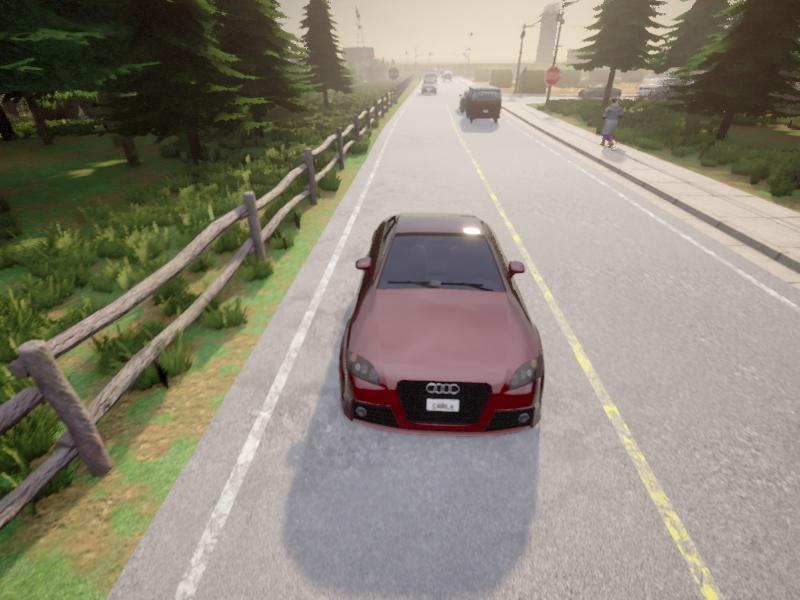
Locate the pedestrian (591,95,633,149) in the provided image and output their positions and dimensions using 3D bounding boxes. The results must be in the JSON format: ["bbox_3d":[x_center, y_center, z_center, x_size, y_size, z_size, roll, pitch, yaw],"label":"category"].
[{"bbox_3d":[8.357,-7.018,15.811,0.751,1.860,0.751,-5,31,-9],"label":"pedestrian"}]

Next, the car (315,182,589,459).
[{"bbox_3d":[0.470,-0.257,5.073,1.994,1.385,4.181,2,31,2],"label":"car"}]

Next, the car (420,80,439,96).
[{"bbox_3d":[3.544,-25.638,48.268,2.128,1.511,4.902,2,30,4],"label":"car"}]

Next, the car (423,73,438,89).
[{"bbox_3d":[4.825,-34.658,63.147,2.150,2.045,5.566,2,30,4],"label":"car"}]

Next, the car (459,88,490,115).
[{"bbox_3d":[5.586,-15.240,30.537,1.837,1.490,4.892,3,30,5],"label":"car"}]

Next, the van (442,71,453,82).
[{"bbox_3d":[10.357,-48.560,86.910,2.069,2.038,4.480,2,30,4],"label":"van"}]

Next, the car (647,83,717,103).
[{"bbox_3d":[27.815,-20.536,39.605,5.027,1.651,2.152,1,30,2],"label":"car"}]

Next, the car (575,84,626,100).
[{"bbox_3d":[21.398,-22.274,42.799,4.181,1.385,1.994,0,30,0],"label":"car"}]

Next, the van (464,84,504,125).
[{"bbox_3d":[5.140,-12.318,25.055,1.775,1.987,4.442,2,30,3],"label":"van"}]

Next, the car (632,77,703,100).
[{"bbox_3d":[28.288,-22.464,42.479,5.566,2.045,2.150,1,30,1],"label":"car"}]
